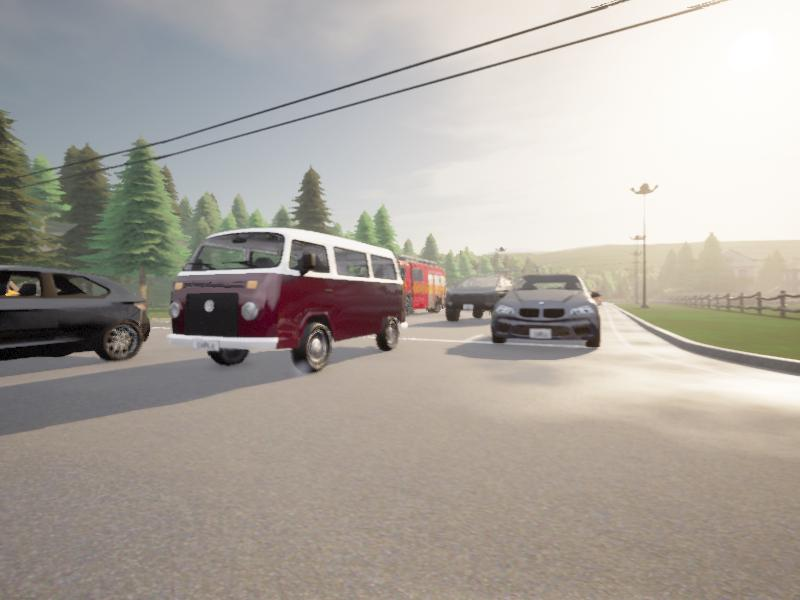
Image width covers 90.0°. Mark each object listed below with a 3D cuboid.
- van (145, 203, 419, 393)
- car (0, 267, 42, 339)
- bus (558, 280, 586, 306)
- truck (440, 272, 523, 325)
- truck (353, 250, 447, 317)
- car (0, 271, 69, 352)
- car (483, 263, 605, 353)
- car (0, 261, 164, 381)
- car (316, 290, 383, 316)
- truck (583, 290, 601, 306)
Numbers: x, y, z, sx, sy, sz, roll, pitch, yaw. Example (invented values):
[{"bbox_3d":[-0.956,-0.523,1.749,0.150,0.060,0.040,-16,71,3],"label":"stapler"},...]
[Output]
[{"bbox_3d":[-1.428,-0.032,6.768,2.069,2.038,4.480,0,0,23],"label":"van"},{"bbox_3d":[-11.716,0.060,9.347,1.932,1.855,4.605,0,-1,21],"label":"car"},{"bbox_3d":[31.379,-1.185,72.715,3.944,4.253,10.273,0,0,27],"label":"bus"},{"bbox_3d":[4.161,-0.067,19.166,2.390,2.098,6.274,0,0,26],"label":"truck"},{"bbox_3d":[0.364,-0.931,27.192,2.891,3.827,8.468,0,0,27],"label":"truck"},{"bbox_3d":[-8.979,0.227,6.705,1.882,1.535,5.008,0,0,20],"label":"car"},{"bbox_3d":[3.696,0.151,9.936,2.242,1.667,4.611,0,0,24],"label":"car"},{"bbox_3d":[-5.727,0.256,5.370,1.816,1.474,4.193,0,0,21],"label":"car"},{"bbox_3d":[-3.352,0.173,27.582,2.152,1.651,5.027,0,0,27],"label":"car"},{"bbox_3d":[32.128,-0.290,66.709,2.627,2.467,5.204,0,0,27],"label":"truck"}]
